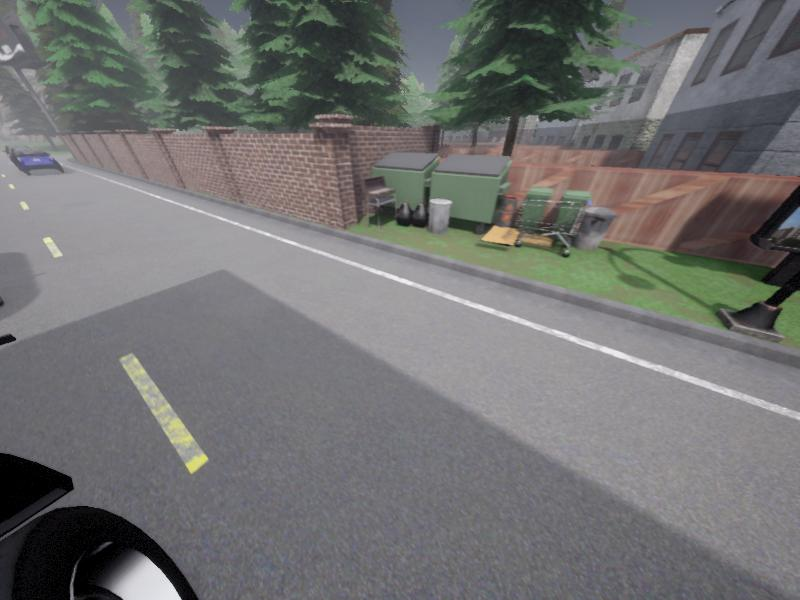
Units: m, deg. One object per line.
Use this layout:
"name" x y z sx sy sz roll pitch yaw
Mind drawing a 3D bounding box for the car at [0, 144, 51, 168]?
"car" -33.370 -12.828 20.502 3.705 1.549 1.789 21 40 27

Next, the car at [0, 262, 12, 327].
"car" -7.984 -0.419 3.256 4.181 1.385 1.994 21 40 27

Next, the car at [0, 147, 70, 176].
"car" -26.763 -10.239 16.904 4.514 1.525 2.007 21 40 27

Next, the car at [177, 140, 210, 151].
"car" -35.968 -27.042 40.361 1.845 1.501 3.633 21 40 26
